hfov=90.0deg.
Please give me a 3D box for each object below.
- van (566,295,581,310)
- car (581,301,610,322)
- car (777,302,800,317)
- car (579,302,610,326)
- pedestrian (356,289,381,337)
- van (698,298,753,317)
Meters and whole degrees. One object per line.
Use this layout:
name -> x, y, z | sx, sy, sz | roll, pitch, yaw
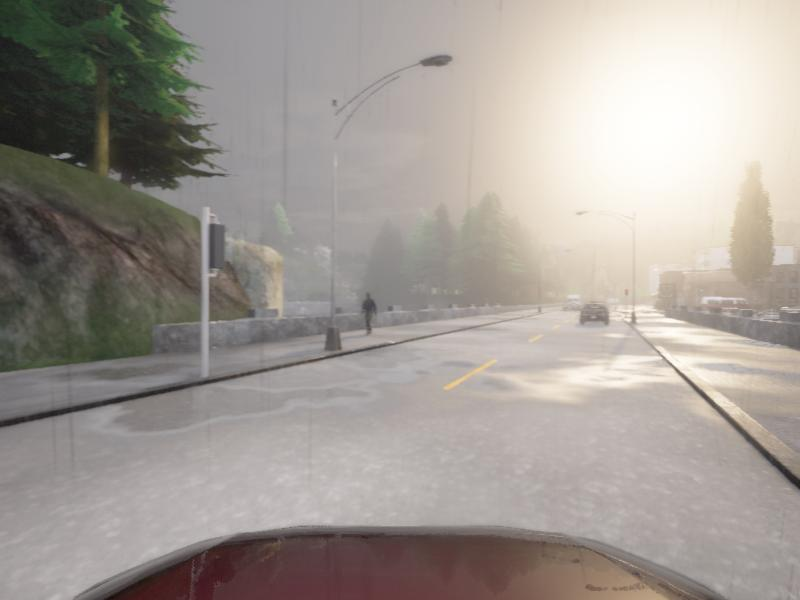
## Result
van -> 29.847, 0.433, 68.773 | 1.988, 2.561, 5.915 | 0, 0, 27
car -> 16.460, 0.902, 33.576 | 2.038, 1.542, 4.974 | 0, 0, 27
car -> 45.964, 1.027, 44.767 | 5.027, 1.651, 2.152 | 0, 0, 27
car -> 13.470, 0.916, 27.692 | 1.816, 1.474, 4.193 | 0, 0, 27
pedestrian -> -1.276, 0.514, 16.215 | 0.751, 1.860, 0.751 | 0, 0, 21
van -> 36.596, 0.760, 45.113 | 4.480, 2.038, 2.069 | 0, 0, 28
